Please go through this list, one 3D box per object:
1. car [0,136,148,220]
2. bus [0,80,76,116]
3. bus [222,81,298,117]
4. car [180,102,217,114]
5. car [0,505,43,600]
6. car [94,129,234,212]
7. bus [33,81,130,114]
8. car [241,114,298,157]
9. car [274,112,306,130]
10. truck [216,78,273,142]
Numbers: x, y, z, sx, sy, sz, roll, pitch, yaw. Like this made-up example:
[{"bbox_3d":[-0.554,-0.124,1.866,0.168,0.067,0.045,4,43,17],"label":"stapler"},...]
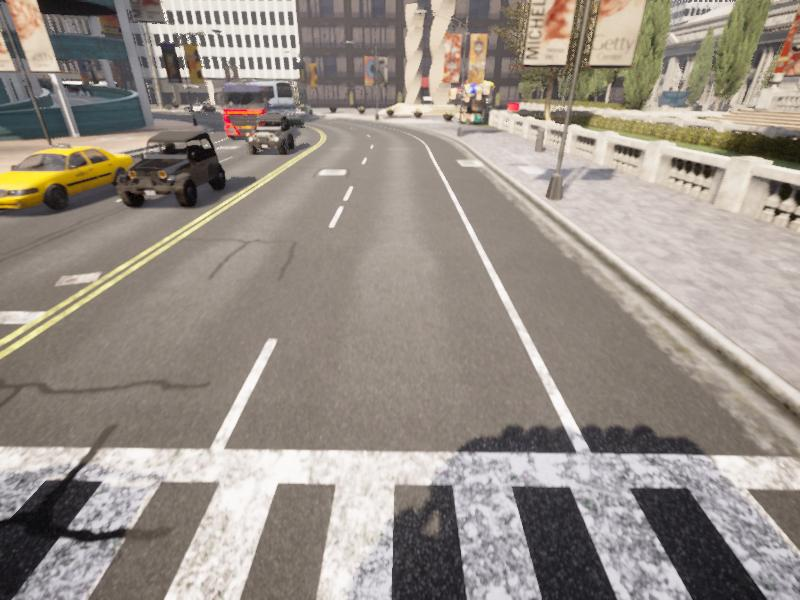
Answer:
[{"bbox_3d":[-10.497,-4.023,12.501,1.801,1.575,5.366,0,27,0],"label":"car"},{"bbox_3d":[-51.242,-27.342,54.113,10.273,4.253,3.944,0,27,0],"label":"bus"},{"bbox_3d":[-19.779,-28.404,56.583,10.273,4.253,3.944,16,31,29],"label":"bus"},{"bbox_3d":[-31.323,-29.895,62.226,4.974,1.542,2.038,9,28,16],"label":"car"},{"bbox_3d":[-3.495,2.136,0.372,1.932,1.855,4.605,0,28,0],"label":"car"},{"bbox_3d":[-7.008,-4.187,12.528,1.905,1.878,3.866,0,27,-1],"label":"car"},{"bbox_3d":[-47.526,-30.436,60.146,10.273,4.253,3.944,0,27,0],"label":"bus"},{"bbox_3d":[-7.119,-9.235,22.283,1.905,1.878,3.866,0,28,-1],"label":"car"},{"bbox_3d":[-10.532,-17.134,38.160,1.895,1.301,4.718,-12,30,-23],"label":"car"},{"bbox_3d":[-11.464,-14.506,30.312,2.891,3.827,8.468,-7,28,-14],"label":"truck"}]
